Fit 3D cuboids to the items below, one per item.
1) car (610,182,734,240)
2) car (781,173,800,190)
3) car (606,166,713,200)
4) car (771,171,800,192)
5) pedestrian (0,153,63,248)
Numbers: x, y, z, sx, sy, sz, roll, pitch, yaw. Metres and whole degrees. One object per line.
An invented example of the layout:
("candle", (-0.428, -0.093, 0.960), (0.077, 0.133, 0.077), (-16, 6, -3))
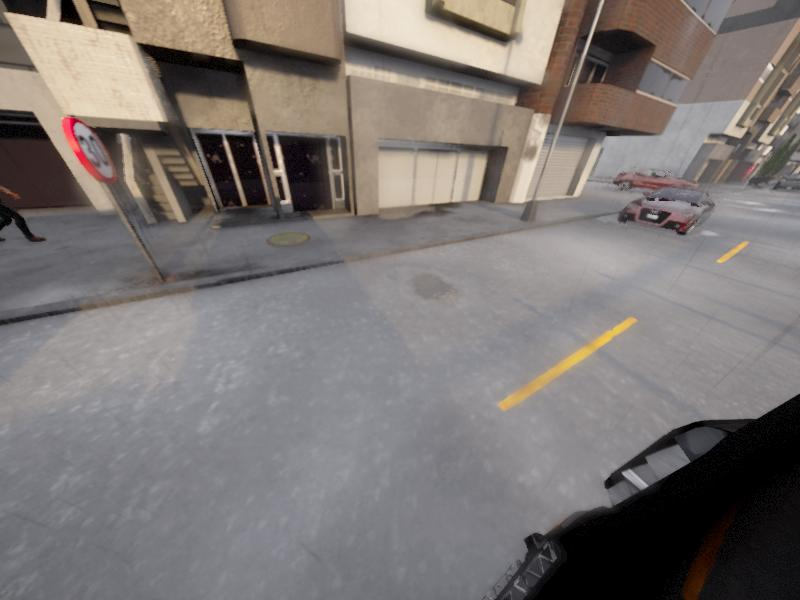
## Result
("car", (10.634, -3.634, 9.037), (4.181, 1.385, 1.994), (-18, 39, -28))
("car", (49.887, -14.724, 28.629), (5.366, 1.575, 1.801), (-16, 38, -26))
("car", (19.557, -9.108, 17.761), (5.027, 1.651, 2.152), (31, 43, 35))
("car", (43.739, -13.063, 25.451), (4.553, 1.767, 2.097), (-16, 38, -26))
("pedestrian", (-8.109, -2.052, 4.518), (0.751, 1.860, 0.751), (-10, 36, -19))
